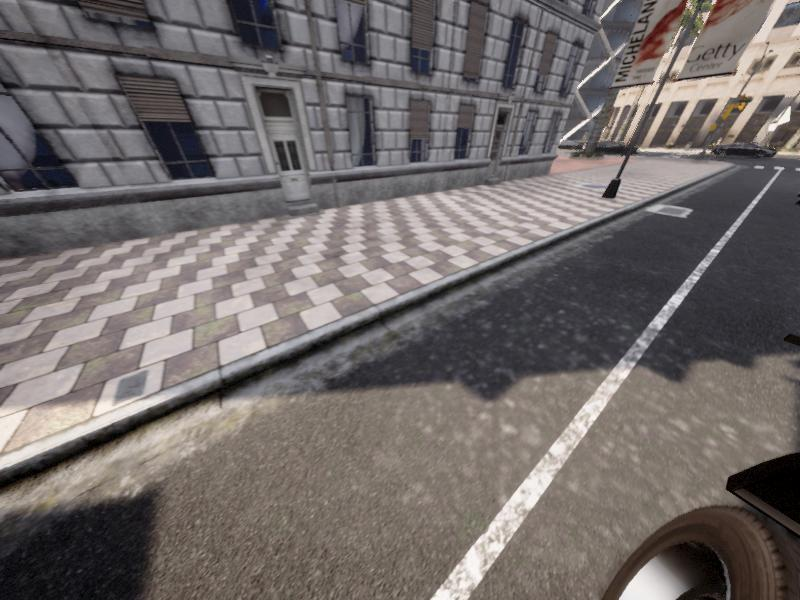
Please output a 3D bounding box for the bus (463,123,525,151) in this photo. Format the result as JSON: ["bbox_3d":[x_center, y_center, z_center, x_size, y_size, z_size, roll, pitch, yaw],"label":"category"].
[{"bbox_3d":[18.021,-31.801,45.204,10.273,4.253,3.944,11,36,16],"label":"bus"}]

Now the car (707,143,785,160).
[{"bbox_3d":[40.571,-17.628,27.262,2.128,1.511,4.902,-22,41,-28],"label":"car"}]

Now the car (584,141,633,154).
[{"bbox_3d":[32.594,-24.019,36.291,1.930,1.638,5.238,-25,42,-31],"label":"car"}]

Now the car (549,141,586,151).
[{"bbox_3d":[32.671,-30.156,45.204,5.357,1.411,2.033,25,43,32],"label":"car"}]

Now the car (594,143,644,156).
[{"bbox_3d":[31.239,-21.619,33.069,1.812,1.442,4.674,-23,41,-29],"label":"car"}]

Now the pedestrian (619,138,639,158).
[{"bbox_3d":[25.840,-17.149,26.104,0.751,1.860,0.751,8,36,12],"label":"pedestrian"}]

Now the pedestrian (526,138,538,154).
[{"bbox_3d":[18.589,-21.612,32.502,0.751,1.860,0.751,28,44,34],"label":"pedestrian"}]

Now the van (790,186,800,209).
[{"bbox_3d":[17.053,-4.614,8.587,4.442,1.987,1.775,-22,41,-28],"label":"van"}]
